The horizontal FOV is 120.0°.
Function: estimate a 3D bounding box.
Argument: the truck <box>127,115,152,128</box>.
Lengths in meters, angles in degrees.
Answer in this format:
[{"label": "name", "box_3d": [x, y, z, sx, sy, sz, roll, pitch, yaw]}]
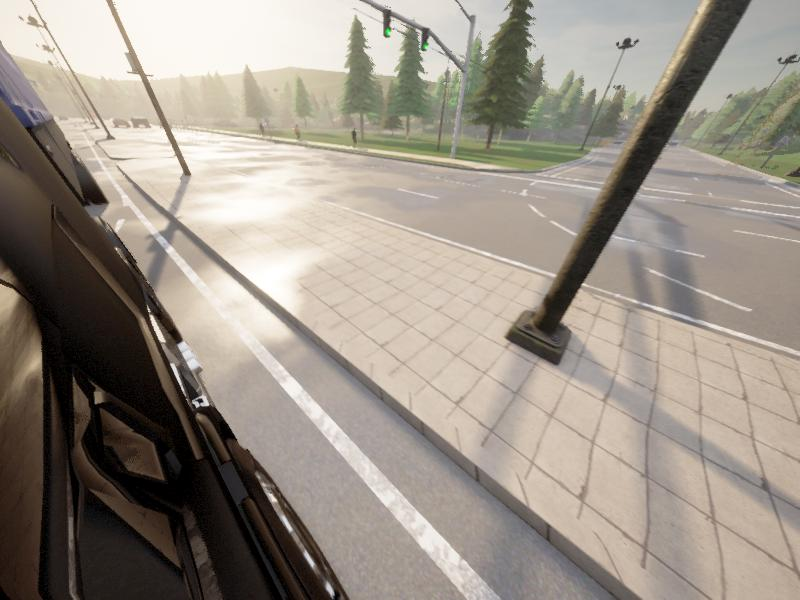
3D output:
[{"label": "truck", "box_3d": [-58.786, -40.245, 52.140, 6.274, 2.098, 2.390, 29, 44, 31]}]

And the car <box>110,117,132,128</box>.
[{"label": "car", "box_3d": [-57.861, -36.715, 47.889, 5.027, 1.651, 2.152, 29, 44, 31]}]

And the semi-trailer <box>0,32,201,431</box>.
[{"label": "semi-trailer", "box_3d": [-8.648, -3.629, 4.292, 14.254, 4.402, 2.717, 29, 44, 30]}]

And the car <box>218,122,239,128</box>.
[{"label": "car", "box_3d": [-54.538, -55.779, 73.599, 1.837, 1.490, 4.892, 30, 45, 32]}]

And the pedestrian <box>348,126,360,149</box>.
[{"label": "pedestrian", "box_3d": [-4.728, -16.782, 23.898, 0.751, 1.860, 0.751, 31, 45, 33]}]

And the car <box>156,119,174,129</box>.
[{"label": "car", "box_3d": [-52.855, -39.519, 51.930, 3.988, 1.617, 1.851, 29, 44, 31]}]

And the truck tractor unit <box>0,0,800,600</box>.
[{"label": "truck tractor unit", "box_3d": [-2.645, -0.295, 0.352, 6.516, 4.208, 3.053, 28, 44, 30]}]

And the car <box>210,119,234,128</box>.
[{"label": "car", "box_3d": [-59.502, -59.090, 77.280, 2.150, 2.045, 5.566, 30, 45, 32]}]

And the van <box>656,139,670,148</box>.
[{"label": "van", "box_3d": [79.710, -47.539, 69.956, 2.069, 2.038, 4.480, 30, 45, 32]}]

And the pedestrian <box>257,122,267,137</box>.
[{"label": "pedestrian", "box_3d": [-21.499, -26.600, 36.016, 0.751, 1.860, 0.751, 31, 45, 32]}]

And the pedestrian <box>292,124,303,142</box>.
[{"label": "pedestrian", "box_3d": [-13.345, -21.824, 30.121, 0.751, 1.860, 0.751, 31, 45, 32]}]
